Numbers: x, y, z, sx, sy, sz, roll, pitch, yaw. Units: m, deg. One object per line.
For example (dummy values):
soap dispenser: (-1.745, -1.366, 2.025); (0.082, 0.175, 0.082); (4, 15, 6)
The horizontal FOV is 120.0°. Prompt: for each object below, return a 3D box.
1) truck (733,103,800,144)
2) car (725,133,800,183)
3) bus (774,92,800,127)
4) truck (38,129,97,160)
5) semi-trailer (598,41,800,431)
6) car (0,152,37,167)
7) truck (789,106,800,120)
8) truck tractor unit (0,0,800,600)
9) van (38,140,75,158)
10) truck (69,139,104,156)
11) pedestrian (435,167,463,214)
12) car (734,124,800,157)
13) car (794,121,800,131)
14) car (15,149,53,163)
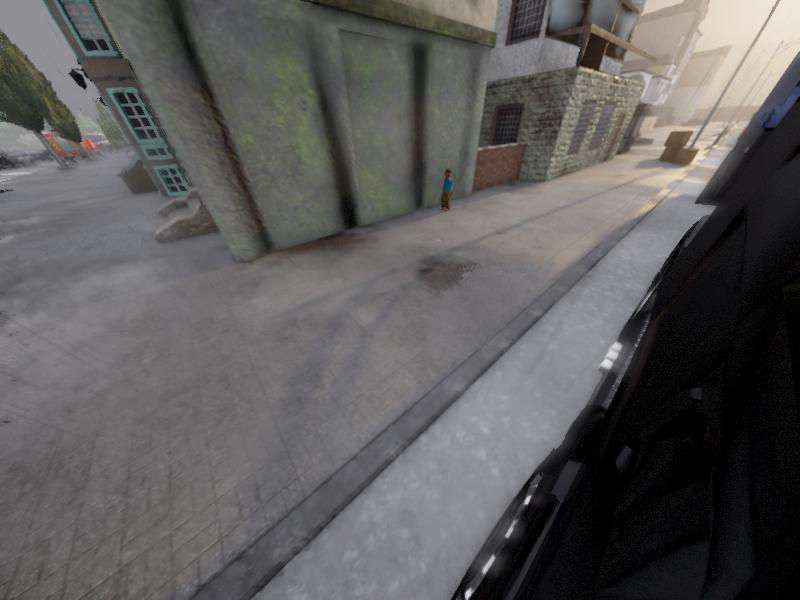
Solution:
truck: (30.821, -14.616, 19.176); (5.204, 2.467, 2.627); (-28, 44, -30)
car: (15.930, -6.181, 9.831); (4.718, 1.301, 1.895); (-28, 44, -30)
bus: (63.709, -29.862, 35.993); (10.273, 4.253, 3.944); (-28, 44, -30)
truck: (-55.437, -26.231, 38.904); (2.891, 3.827, 8.468); (-28, 44, -30)
semi-trailer: (8.686, -3.614, 4.238); (14.254, 4.402, 2.717); (-28, 44, -30)
car: (-51.484, -18.806, 30.864); (1.895, 1.301, 4.718); (-28, 44, -30)
truck: (94.788, -42.172, 50.840); (2.891, 3.827, 8.468); (-28, 44, -30)
truck tractor unit: (2.645, -0.295, 0.351); (6.516, 4.208, 3.053); (-28, 44, -30)
van: (-65.853, -29.143, 44.481); (1.988, 2.561, 5.915); (-28, 44, -30)
truck: (-62.171, -30.313, 45.905); (2.627, 2.467, 5.204); (-28, 44, -30)
pedestrian: (1.380, -3.137, 6.612); (0.500, 1.100, 0.500); (-26, 43, -28)
car: (23.057, -10.027, 14.448); (4.181, 1.385, 1.994); (-29, 44, -30)
car: (51.089, -21.962, 28.411); (5.238, 1.638, 1.930); (-28, 44, -30)
car: (-56.575, -22.351, 35.787); (1.812, 1.442, 4.674); (-28, 44, -30)
